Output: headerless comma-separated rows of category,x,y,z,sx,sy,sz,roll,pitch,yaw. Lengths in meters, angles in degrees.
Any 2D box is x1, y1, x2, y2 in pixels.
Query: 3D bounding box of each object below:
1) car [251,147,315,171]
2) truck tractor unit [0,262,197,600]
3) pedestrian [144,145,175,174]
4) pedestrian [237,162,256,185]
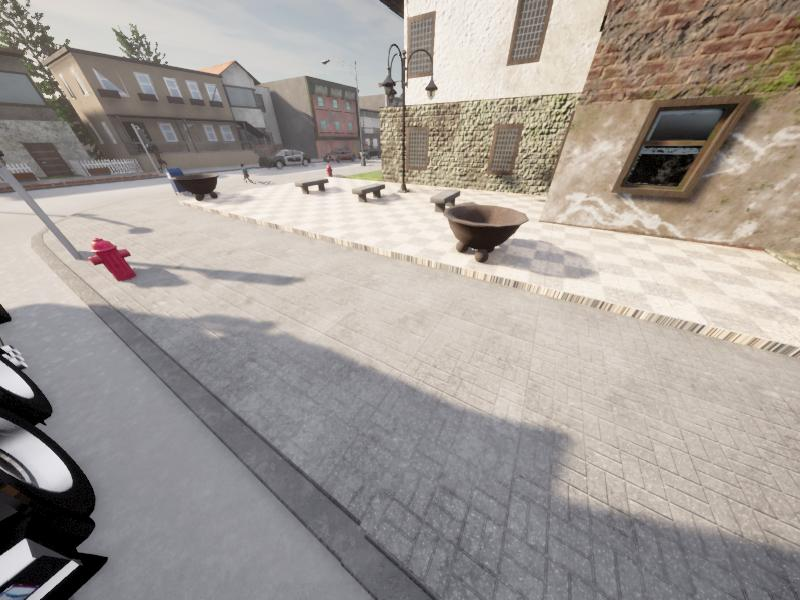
car,-11.195,-13.893,22.585,1.930,1.638,5.238,18,39,24
truck tractor unit,-5.108,-0.303,0.784,6.516,4.208,3.053,18,39,24
pedestrian,-18.777,-11.007,18.083,0.751,1.860,0.751,12,37,18
pedestrian,-8.857,-7.303,13.342,0.500,1.100,0.500,29,44,35
